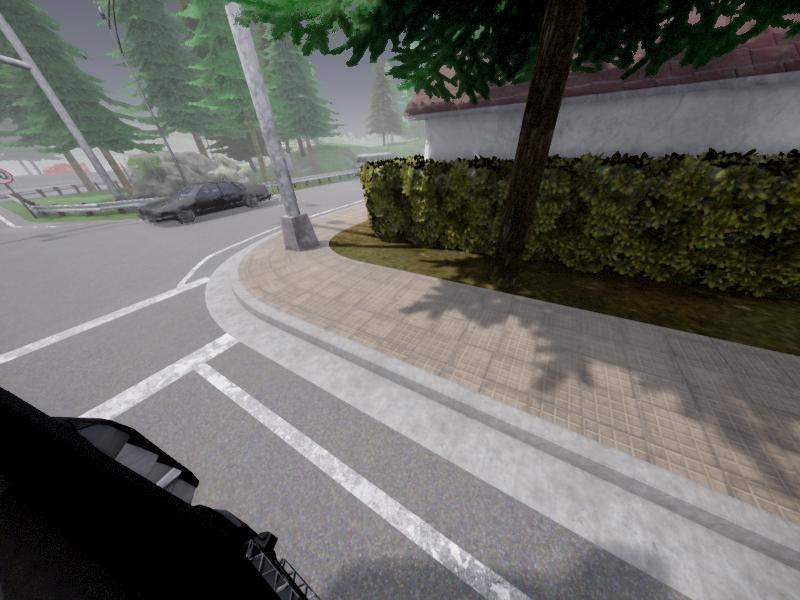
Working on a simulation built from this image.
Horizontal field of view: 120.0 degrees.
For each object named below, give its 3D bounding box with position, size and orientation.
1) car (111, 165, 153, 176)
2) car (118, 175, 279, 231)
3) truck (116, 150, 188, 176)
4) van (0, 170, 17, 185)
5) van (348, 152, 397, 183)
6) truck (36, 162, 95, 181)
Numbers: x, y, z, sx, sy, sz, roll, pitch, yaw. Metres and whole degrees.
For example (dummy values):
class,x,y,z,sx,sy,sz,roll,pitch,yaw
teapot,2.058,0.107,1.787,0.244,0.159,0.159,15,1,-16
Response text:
class,x,y,z,sx,sy,sz,roll,pitch,yaw
car,-52.934,-25.626,45.711,2.128,1.511,4.902,16,38,26
car,-9.010,-4.879,11.083,2.033,1.411,5.357,15,37,25
truck,-48.496,-27.216,45.599,2.891,3.827,8.468,16,38,26
van,-64.004,-18.747,35.715,1.775,1.987,4.442,16,38,26
van,-2.268,-11.866,20.549,1.775,1.987,4.442,16,38,26
truck,-59.848,-23.082,41.484,2.627,2.467,5.204,16,38,26
